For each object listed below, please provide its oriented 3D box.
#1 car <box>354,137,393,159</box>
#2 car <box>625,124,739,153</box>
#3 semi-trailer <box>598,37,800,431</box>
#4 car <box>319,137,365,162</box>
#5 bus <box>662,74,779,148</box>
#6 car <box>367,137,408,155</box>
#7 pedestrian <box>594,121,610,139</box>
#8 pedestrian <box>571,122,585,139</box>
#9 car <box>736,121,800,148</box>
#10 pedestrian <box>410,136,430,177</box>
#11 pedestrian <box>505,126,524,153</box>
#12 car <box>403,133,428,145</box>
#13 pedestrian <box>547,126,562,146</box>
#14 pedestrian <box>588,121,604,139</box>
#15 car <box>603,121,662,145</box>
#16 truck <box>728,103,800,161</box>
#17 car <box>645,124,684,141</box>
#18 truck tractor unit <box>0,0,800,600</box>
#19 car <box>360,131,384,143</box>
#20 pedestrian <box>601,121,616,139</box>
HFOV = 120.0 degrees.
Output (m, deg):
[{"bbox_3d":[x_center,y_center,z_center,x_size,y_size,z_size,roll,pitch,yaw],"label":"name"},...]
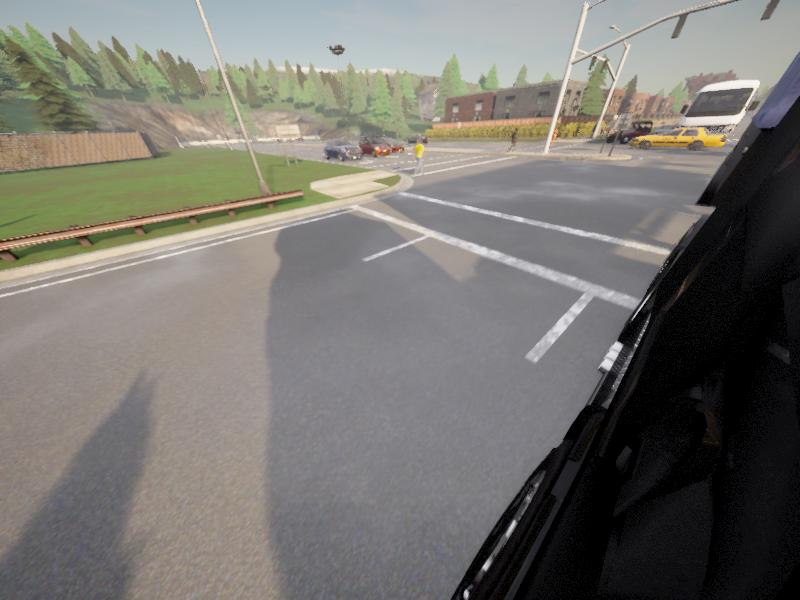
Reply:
[{"bbox_3d":[-2.765,-15.598,23.617,1.851,1.617,3.988,-27,43,-30],"label":"car"},{"bbox_3d":[21.679,-12.673,18.110,1.801,1.575,5.366,-27,44,-29],"label":"car"},{"bbox_3d":[8.696,-3.589,4.255,14.254,4.402,2.717,-28,43,-30],"label":"semi-trailer"},{"bbox_3d":[-5.546,-14.325,21.916,2.097,1.767,4.553,-27,43,-29],"label":"car"},{"bbox_3d":[28.696,-16.715,20.870,10.273,4.253,3.944,-28,43,-30],"label":"bus"},{"bbox_3d":[-1.468,-17.931,26.796,2.163,1.488,4.792,-27,43,-29],"label":"car"},{"bbox_3d":[26.046,-21.879,29.744,0.751,1.860,0.751,-25,42,-27],"label":"pedestrian"},{"bbox_3d":[24.063,-22.920,31.280,0.751,1.860,0.751,-27,43,-29],"label":"pedestrian"},{"bbox_3d":[29.015,-13.134,18.311,4.902,1.511,2.128,-28,43,-30],"label":"car"},{"bbox_3d":[1.104,-8.067,12.995,0.751,1.860,0.751,-30,44,-32],"label":"pedestrian"},{"bbox_3d":[9.704,-13.643,19.656,0.751,1.860,0.751,-28,43,-30],"label":"pedestrian"},{"bbox_3d":[2.557,-26.507,38.144,3.806,1.475,1.970,28,46,35],"label":"car"},{"bbox_3d":[18.039,-19.201,27.032,0.751,1.860,0.751,28,46,34],"label":"pedestrian"},{"bbox_3d":[25.161,-21.838,29.746,0.751,1.860,0.751,6,37,11],"label":"pedestrian"},{"bbox_3d":[24.371,-17.627,24.369,3.866,1.878,1.905,-9,37,-8],"label":"car"},{"bbox_3d":[22.692,-9.033,12.377,2.627,2.467,5.204,-27,44,-29],"label":"truck"},{"bbox_3d":[30.956,-19.609,27.066,4.181,1.385,1.994,-27,43,-29],"label":"car"},{"bbox_3d":[2.645,-0.295,0.351,6.516,4.208,3.053,-28,44,-30],"label":"truck tractor unit"},{"bbox_3d":[-6.190,-35.475,50.364,2.150,2.045,5.566,-28,43,-30],"label":"car"},{"bbox_3d":[26.478,-21.637,29.389,0.751,1.860,0.751,21,42,28],"label":"pedestrian"}]
